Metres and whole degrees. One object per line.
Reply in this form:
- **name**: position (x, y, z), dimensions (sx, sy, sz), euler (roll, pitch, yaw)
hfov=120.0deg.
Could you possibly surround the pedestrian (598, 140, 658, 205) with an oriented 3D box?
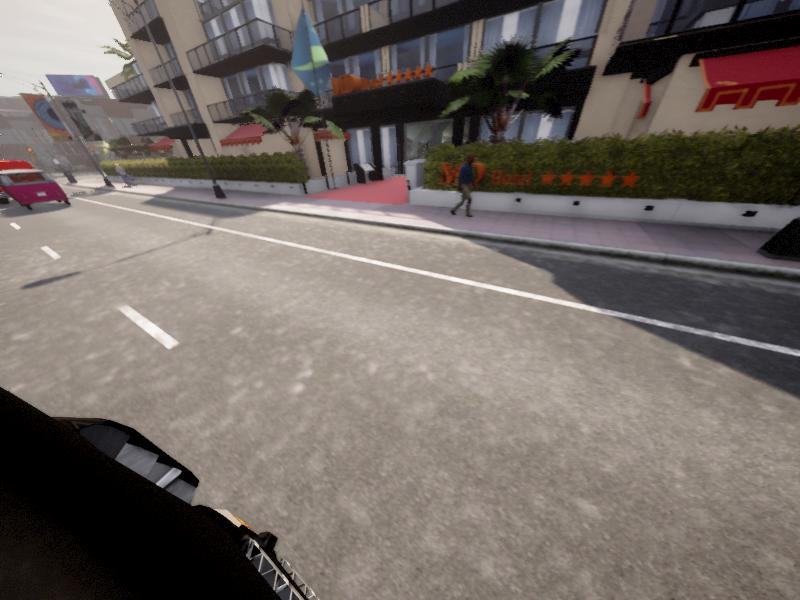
- **pedestrian**: position (7.696, -4.350, 7.923), dimensions (0.751, 1.860, 0.751), euler (15, 38, 25)

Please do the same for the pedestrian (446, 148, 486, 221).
- **pedestrian**: position (1.986, -3.529, 7.110), dimensions (0.751, 1.860, 0.751), euler (20, 40, 30)

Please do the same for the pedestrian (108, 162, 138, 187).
- **pedestrian**: position (-24.704, -11.187, 20.612), dimensions (0.751, 1.860, 0.751), euler (13, 37, 22)

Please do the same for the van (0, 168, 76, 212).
- **van**: position (-22.280, -6.751, 13.957), dimensions (4.442, 1.987, 1.775), euler (16, 38, 26)

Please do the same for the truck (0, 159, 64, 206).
- **truck**: position (-27.748, -8.509, 16.568), dimensions (5.204, 2.467, 2.627), euler (16, 38, 26)

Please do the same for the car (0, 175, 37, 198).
- **car**: position (-34.084, -9.906, 20.042), dimensions (3.806, 1.475, 1.970), euler (16, 38, 26)

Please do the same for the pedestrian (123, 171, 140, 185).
- **pedestrian**: position (-25.009, -11.340, 21.553), dimensions (0.500, 1.100, 0.500), euler (16, 38, 26)
